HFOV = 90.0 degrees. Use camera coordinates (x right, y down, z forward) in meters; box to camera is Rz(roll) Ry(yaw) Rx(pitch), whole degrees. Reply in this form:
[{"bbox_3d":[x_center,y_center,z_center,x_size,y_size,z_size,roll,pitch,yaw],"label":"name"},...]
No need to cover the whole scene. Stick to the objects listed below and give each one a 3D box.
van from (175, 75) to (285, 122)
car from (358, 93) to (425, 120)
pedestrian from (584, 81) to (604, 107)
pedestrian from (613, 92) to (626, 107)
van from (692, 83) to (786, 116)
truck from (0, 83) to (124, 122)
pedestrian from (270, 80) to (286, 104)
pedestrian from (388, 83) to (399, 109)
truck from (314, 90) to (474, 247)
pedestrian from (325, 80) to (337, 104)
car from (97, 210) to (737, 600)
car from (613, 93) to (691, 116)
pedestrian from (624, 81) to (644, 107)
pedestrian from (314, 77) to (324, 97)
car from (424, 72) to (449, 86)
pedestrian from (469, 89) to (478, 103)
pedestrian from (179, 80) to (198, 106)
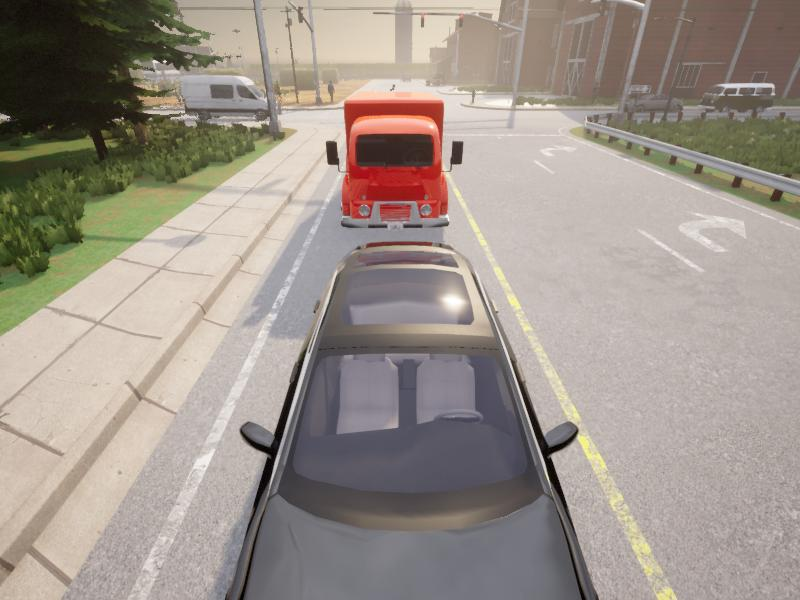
[{"bbox_3d":[-10.833,-13.100,25.988,5.915,2.561,1.988,0,30,0],"label":"van"},{"bbox_3d":[-0.583,-13.477,27.774,4.181,1.385,1.994,-15,34,-24],"label":"car"},{"bbox_3d":[15.815,-16.793,32.655,0.751,1.860,0.751,-7,31,-12],"label":"pedestrian"},{"bbox_3d":[17.904,-16.372,32.688,0.500,1.100,0.500,-6,31,-10],"label":"pedestrian"},{"bbox_3d":[24.557,-14.639,29.140,4.480,2.038,2.069,0,30,0],"label":"van"},{"bbox_3d":[-22.193,-12.917,26.107,6.274,2.098,2.390,0,30,0],"label":"truck"},{"bbox_3d":[-10.811,-18.514,35.542,0.751,1.860,0.751,17,35,27],"label":"pedestrian"},{"bbox_3d":[-0.528,-16.749,32.828,0.751,1.860,0.751,-4,31,-7],"label":"pedestrian"},{"bbox_3d":[-0.137,-3.421,9.427,2.627,2.467,5.204,-1,30,-1],"label":"truck"},{"bbox_3d":[-6.062,-18.404,35.357,0.751,1.860,0.751,-10,32,-17],"label":"pedestrian"},{"bbox_3d":[0.056,0.760,3.240,2.128,1.511,4.902,0,30,0],"label":"car"},{"bbox_3d":[18.374,-14.351,29.310,4.181,1.385,1.994,0,30,0],"label":"car"},{"bbox_3d":[19.116,-16.817,32.696,0.751,1.860,0.751,3,30,5],"label":"pedestrian"},{"bbox_3d":[-8.805,-23.034,43.285,0.751,1.860,0.751,-11,32,-18],"label":"pedestrian"},{"bbox_3d":[6.294,-37.974,68.885,1.905,1.878,3.866,-31,40,-33],"label":"car"},{"bbox_3d":[6.625,-18.385,36.076,0.500,1.100,0.500,-19,35,-29],"label":"pedestrian"},{"bbox_3d":[-17.754,-17.381,33.627,0.751,1.860,0.751,2,30,3],"label":"pedestrian"}]
